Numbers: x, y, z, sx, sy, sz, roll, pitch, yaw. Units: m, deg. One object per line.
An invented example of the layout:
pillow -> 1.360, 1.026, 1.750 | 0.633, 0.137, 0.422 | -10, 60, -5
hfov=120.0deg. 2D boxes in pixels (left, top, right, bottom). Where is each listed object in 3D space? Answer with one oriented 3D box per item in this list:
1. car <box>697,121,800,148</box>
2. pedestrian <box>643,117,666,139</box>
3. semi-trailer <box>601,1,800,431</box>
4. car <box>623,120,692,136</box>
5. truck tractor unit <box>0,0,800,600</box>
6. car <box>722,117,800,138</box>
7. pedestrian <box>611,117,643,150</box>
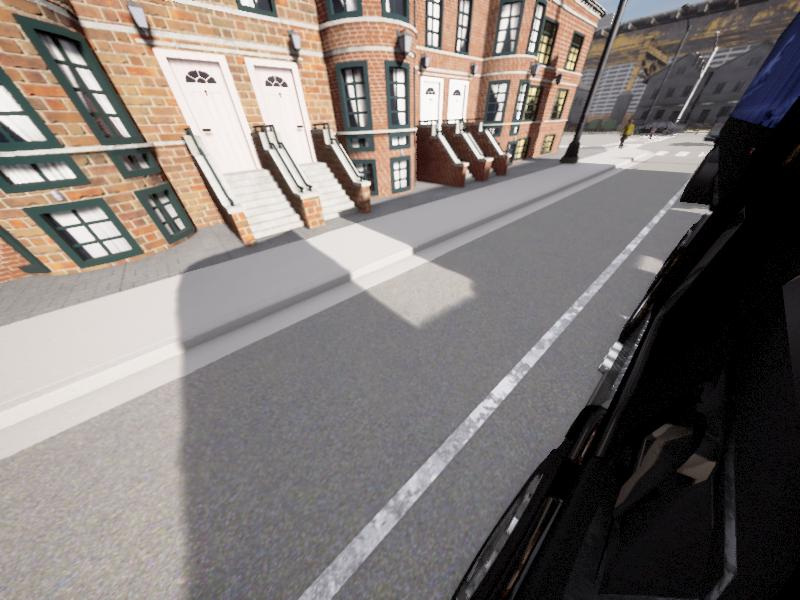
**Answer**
car -> 26.144, -12.057, 16.788 | 2.033, 1.411, 5.357 | -28, 44, -30
pedestrian -> 26.800, -18.087, 24.338 | 0.751, 1.860, 0.751 | -18, 39, -19
semi-trailer -> 8.497, -3.749, 4.397 | 14.254, 4.402, 2.717 | -31, 45, -32
car -> 31.757, -21.300, 28.708 | 2.033, 1.411, 5.357 | -28, 44, -30
truck tractor unit -> 2.645, -0.295, 0.351 | 6.516, 4.208, 3.053 | -28, 44, -30
car -> 34.668, -16.043, 21.522 | 2.033, 1.411, 5.357 | -28, 44, -30
pedestrian -> 16.203, -11.869, 16.526 | 0.751, 1.860, 0.751 | -23, 41, -25
